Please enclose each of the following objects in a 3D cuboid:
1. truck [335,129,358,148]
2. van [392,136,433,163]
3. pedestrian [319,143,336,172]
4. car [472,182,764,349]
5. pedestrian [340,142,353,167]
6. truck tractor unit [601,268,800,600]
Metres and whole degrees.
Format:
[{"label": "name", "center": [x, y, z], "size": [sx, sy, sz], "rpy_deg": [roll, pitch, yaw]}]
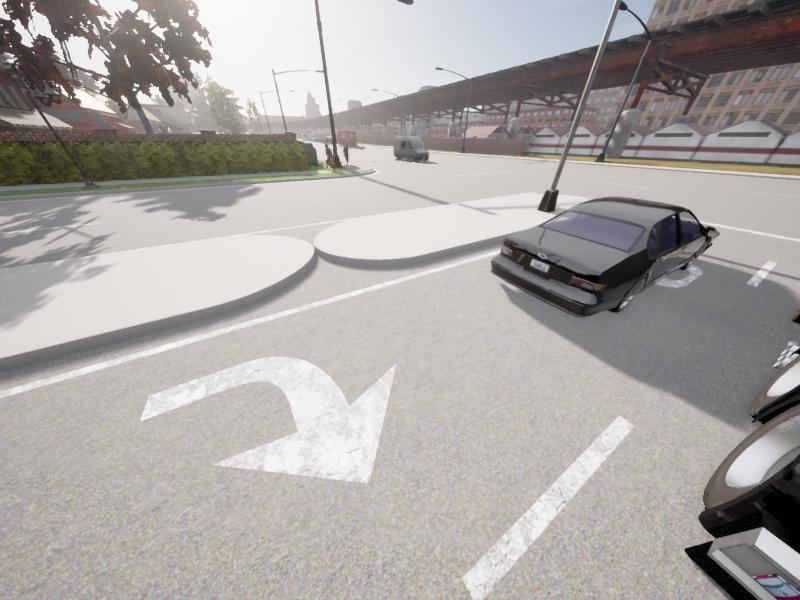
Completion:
[{"label": "truck", "center": [-14.471, -43.402, 61.912], "size": [2.891, 3.827, 8.468], "rpy_deg": [-18, 40, -24]}, {"label": "van", "center": [1.344, -18.580, 28.460], "size": [1.988, 2.561, 5.915], "rpy_deg": [-18, 39, -24]}, {"label": "pedestrian", "center": [-5.605, -11.131, 17.999], "size": [0.751, 1.860, 0.751], "rpy_deg": [-24, 42, -30]}, {"label": "car", "center": [4.251, -1.182, 4.506], "size": [5.357, 1.411, 2.033], "rpy_deg": [-18, 39, -24]}, {"label": "pedestrian", "center": [-4.792, -13.003, 20.693], "size": [0.751, 1.860, 0.751], "rpy_deg": [-12, 37, -17]}, {"label": "truck tractor unit", "center": [5.114, -0.298, 0.771], "size": [6.516, 4.208, 3.053], "rpy_deg": [-18, 39, -24]}]
